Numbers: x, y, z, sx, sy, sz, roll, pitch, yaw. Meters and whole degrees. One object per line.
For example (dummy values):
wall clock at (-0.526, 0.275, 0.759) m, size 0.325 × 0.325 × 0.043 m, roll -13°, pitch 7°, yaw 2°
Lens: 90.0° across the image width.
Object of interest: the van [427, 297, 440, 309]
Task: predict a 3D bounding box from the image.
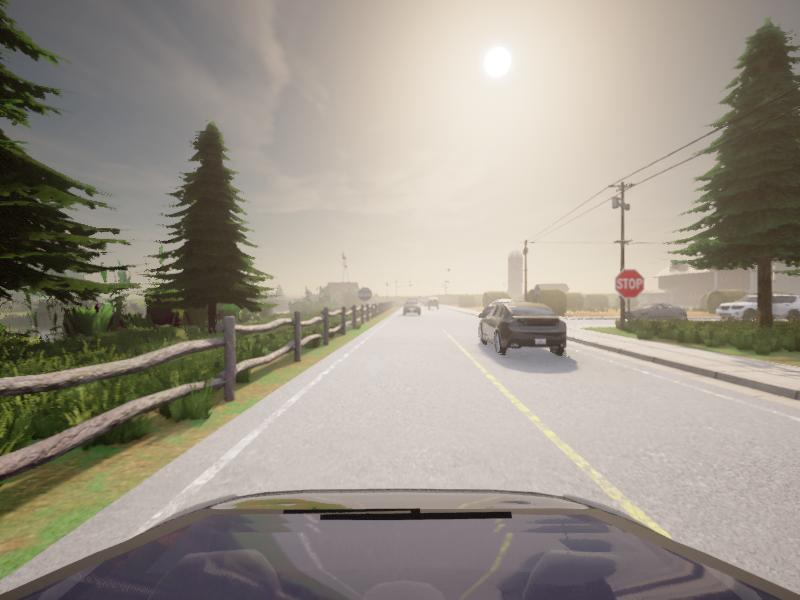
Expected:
van at (5.718, 0.569, 69.325) m, size 2.069 × 2.038 × 4.480 m, roll 0°, pitch 0°, yaw 2°

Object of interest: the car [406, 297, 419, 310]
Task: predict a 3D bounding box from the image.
car at (2.165, 0.565, 67.925) m, size 2.150 × 2.045 × 5.566 m, roll 0°, pitch 0°, yaw 2°

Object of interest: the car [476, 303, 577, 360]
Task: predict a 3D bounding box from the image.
car at (3.780, 0.839, 12.933) m, size 1.837 × 1.490 × 4.892 m, roll 0°, pitch 0°, yaw 2°

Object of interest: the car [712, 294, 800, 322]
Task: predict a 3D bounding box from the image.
car at (27.206, 0.601, 30.209) m, size 5.566 × 2.045 × 2.150 m, roll 0°, pitch 0°, yaw -1°

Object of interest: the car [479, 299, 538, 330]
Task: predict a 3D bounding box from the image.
car at (6.670, 0.793, 24.183) m, size 2.152 × 1.651 × 5.027 m, roll 0°, pitch 0°, yaw 31°

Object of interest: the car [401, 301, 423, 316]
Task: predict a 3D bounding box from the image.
car at (1.276, 0.833, 42.497) m, size 2.128 × 1.511 × 4.902 m, roll 0°, pitch 0°, yaw 2°

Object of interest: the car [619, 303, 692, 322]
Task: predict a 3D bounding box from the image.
car at (19.145, 0.938, 30.104) m, size 4.181 × 1.385 × 1.994 m, roll 0°, pitch 0°, yaw -2°
